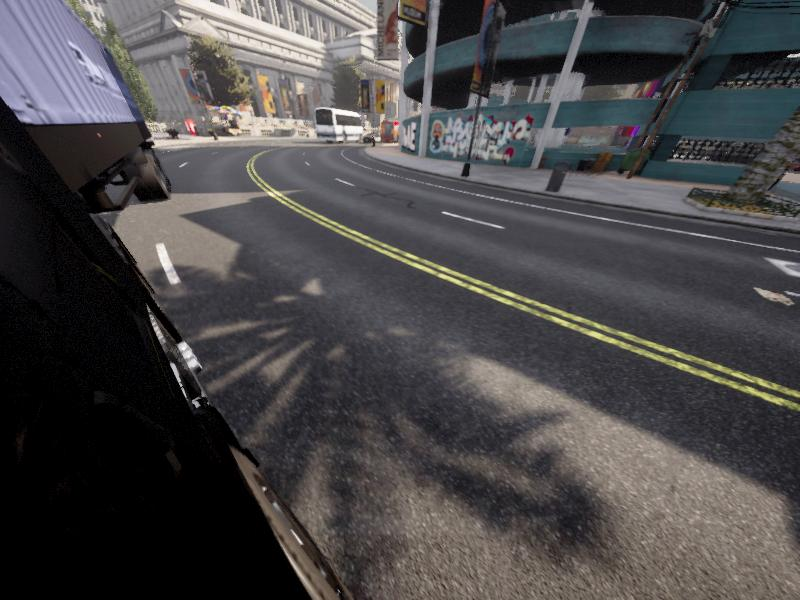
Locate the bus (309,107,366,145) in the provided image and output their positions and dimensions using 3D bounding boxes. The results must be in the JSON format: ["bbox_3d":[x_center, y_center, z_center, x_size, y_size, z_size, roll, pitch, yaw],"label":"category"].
[{"bbox_3d":[-9.535,-27.967,37.379,3.944,4.253,10.273,12,37,12],"label":"bus"}]

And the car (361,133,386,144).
[{"bbox_3d":[-4.486,-28.275,40.415,2.038,1.542,4.974,17,39,18],"label":"car"}]

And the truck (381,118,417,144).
[{"bbox_3d":[-0.099,-33.509,45.857,2.891,3.827,8.468,22,41,24],"label":"truck"}]

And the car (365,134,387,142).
[{"bbox_3d":[-4.641,-32.252,45.991,1.895,1.301,4.718,21,40,23],"label":"car"}]

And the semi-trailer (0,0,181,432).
[{"bbox_3d":[-7.802,-4.076,4.967,2.717,4.402,14.254,-24,44,-30],"label":"semi-trailer"}]

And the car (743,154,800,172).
[{"bbox_3d":[42.903,-15.274,25.831,4.718,1.301,1.895,23,41,25],"label":"car"}]

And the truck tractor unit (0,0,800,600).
[{"bbox_3d":[-2.645,-0.295,0.351,6.516,4.208,3.053,28,44,30],"label":"truck tractor unit"}]
